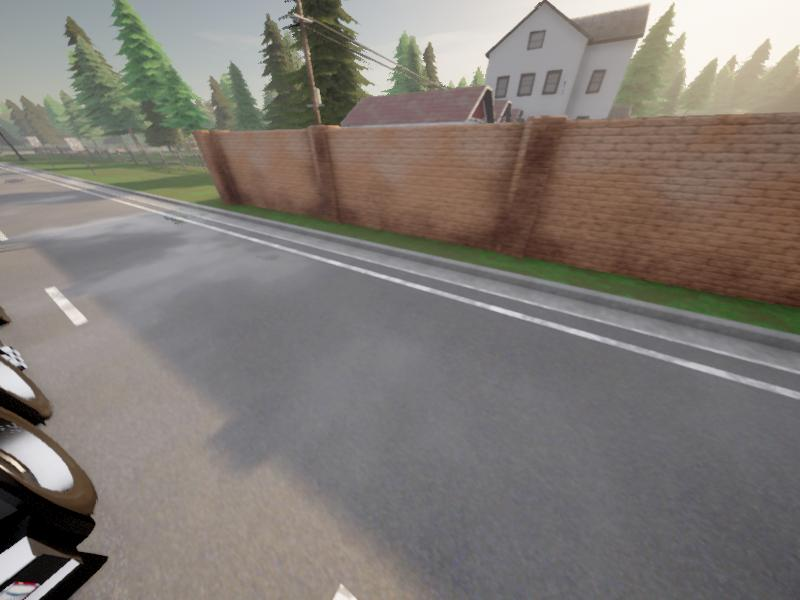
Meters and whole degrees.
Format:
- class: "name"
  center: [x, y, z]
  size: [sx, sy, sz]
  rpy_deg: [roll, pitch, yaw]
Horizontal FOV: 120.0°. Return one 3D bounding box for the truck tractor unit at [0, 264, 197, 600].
- class: "truck tractor unit"
  center: [-5.116, -0.294, 0.785]
  size: [6.516, 4.208, 3.053]
  rpy_deg: [18, 39, 24]
